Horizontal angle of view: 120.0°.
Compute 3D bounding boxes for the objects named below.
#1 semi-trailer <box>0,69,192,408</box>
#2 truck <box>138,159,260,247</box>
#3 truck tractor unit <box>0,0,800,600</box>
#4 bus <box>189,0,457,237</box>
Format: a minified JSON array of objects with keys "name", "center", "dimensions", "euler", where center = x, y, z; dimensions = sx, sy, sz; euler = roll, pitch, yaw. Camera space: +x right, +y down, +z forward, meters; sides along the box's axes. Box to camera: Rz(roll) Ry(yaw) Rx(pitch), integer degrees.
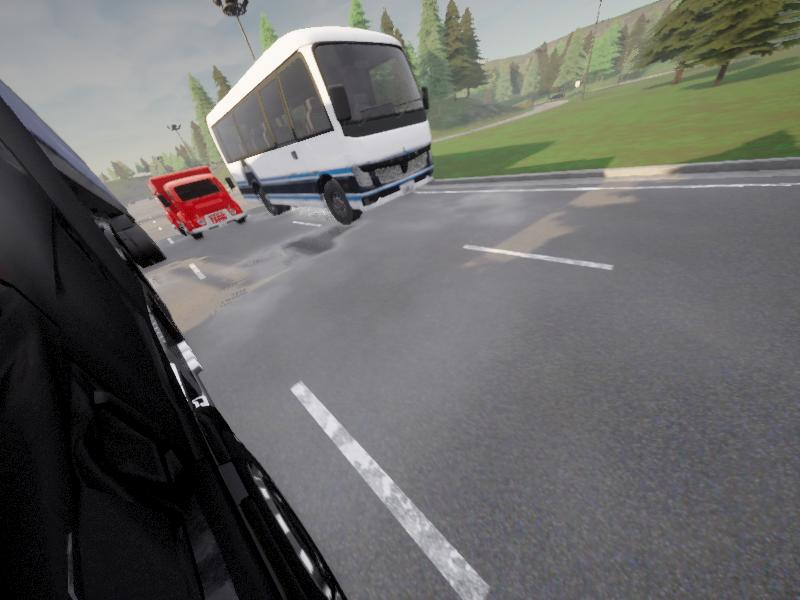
[{"name":"semi-trailer","center":[-8.734,-2.333,5.384],"dimensions":[14.254,4.402,2.717],"euler":[16,46,43]},{"name":"truck","center":[-9.249,-4.457,10.538],"dimensions":[5.204,2.467,2.627],"euler":[21,48,39]},{"name":"truck tractor unit","center":[-2.645,-0.295,0.351],"dimensions":[6.516,4.208,3.053],"euler":[28,43,30]},{"name":"bus","center":[-3.511,-5.795,8.829],"dimensions":[10.273,4.253,3.944],"euler":[21,48,39]}]
